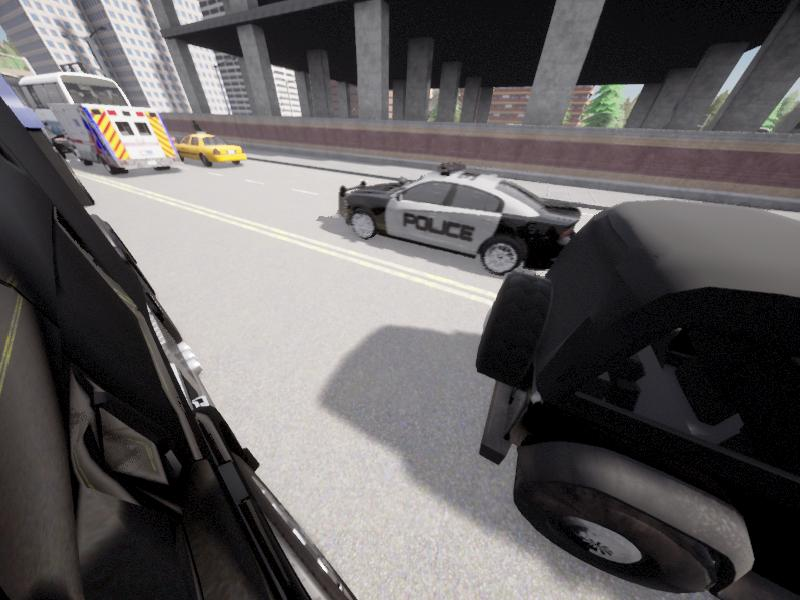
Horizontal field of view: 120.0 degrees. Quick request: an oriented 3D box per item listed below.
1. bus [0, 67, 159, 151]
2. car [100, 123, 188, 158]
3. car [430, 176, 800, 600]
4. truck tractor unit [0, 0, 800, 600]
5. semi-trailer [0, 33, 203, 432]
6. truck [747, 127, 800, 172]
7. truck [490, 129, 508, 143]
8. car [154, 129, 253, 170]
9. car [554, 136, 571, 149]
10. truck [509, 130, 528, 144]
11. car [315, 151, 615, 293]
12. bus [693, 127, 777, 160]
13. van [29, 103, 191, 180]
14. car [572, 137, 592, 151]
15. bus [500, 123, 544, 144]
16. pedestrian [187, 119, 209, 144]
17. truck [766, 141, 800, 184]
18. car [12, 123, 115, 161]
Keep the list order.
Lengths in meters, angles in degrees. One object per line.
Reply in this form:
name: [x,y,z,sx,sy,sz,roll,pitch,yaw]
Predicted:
bus: [-25.391,-14.854,18.356,10.273,4.253,3.944,20,40,21]
car: [-17.605,-11.104,15.991,4.611,1.667,2.242,20,40,21]
car: [2.425,0.736,1.235,3.866,1.878,1.905,20,40,21]
truck tractor unit: [-2.645,-0.295,0.351,6.516,4.208,3.053,28,44,30]
semi-trailer: [-8.779,-3.550,4.147,14.254,4.402,2.717,27,43,29]
truck: [44.681,-16.674,25.504,2.891,3.827,8.468,20,40,21]
truck: [23.507,-38.795,54.714,2.615,2.467,5.204,20,40,21]
car: [-11.396,-8.849,13.443,5.366,1.575,1.801,20,40,21]
car: [29.370,-28.524,41.780,1.905,1.878,3.866,20,40,21]
truck: [27.284,-37.438,53.139,2.615,2.467,5.204,20,40,21]
car: [0.921,-2.087,5.126,5.238,1.638,1.930,20,40,21]
bus: [59.249,-28.283,41.595,3.944,4.253,10.273,20,40,21]
van: [-13.524,-7.568,10.887,6.366,2.431,2.351,20,40,21]
car: [31.947,-27.599,40.705,1.905,1.878,3.866,20,40,21]
bus: [35.119,-48.139,66.725,10.273,4.253,3.944,20,40,21]
pedestrian: [-19.359,-16.156,22.185,0.751,1.860,0.751,20,40,21]
truck: [30.283,-9.468,16.080,2.627,2.467,5.204,20,40,21]
car: [-20.213,-9.583,13.924,4.902,1.511,2.128,20,40,21]
